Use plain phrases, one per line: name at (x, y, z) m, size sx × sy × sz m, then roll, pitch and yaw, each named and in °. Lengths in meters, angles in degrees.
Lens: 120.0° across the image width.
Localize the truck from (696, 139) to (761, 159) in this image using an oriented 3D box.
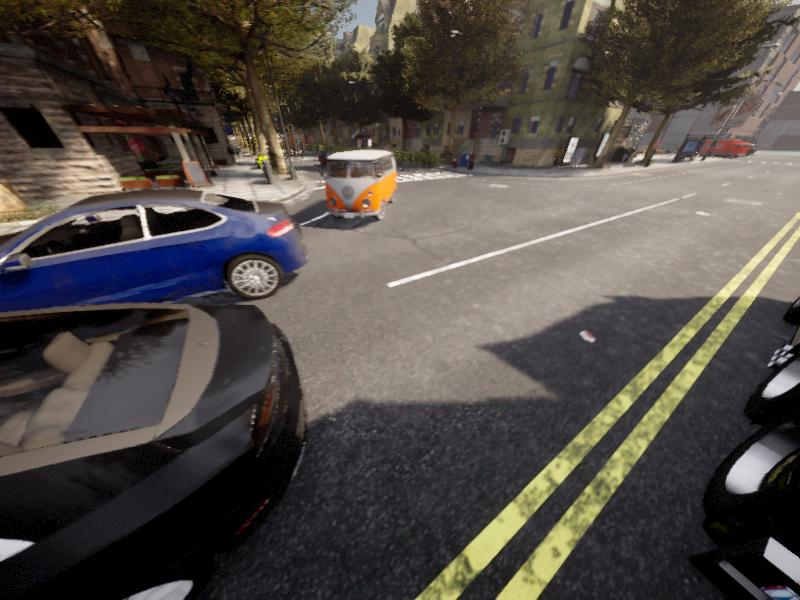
truck at (54.324, -25.172, 38.491) m, size 2.627 × 2.467 × 5.204 m, roll -1°, pitch 36°, yaw -4°

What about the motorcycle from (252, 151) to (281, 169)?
motorcycle at (-11.754, -12.409, 20.477) m, size 0.856 × 1.236 × 1.805 m, roll 18°, pitch 38°, yaw 24°

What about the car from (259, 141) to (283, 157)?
car at (-21.492, -25.235, 38.479) m, size 2.435 × 2.045 × 5.566 m, roll -19°, pitch 39°, yaw -25°

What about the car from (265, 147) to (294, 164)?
car at (-14.762, -17.734, 28.214) m, size 2.231 × 1.521 × 4.892 m, roll -19°, pitch 39°, yaw -25°

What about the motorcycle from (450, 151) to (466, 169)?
motorcycle at (5.546, -13.267, 21.836) m, size 0.764 × 1.277 × 2.356 m, roll 9°, pitch 34°, yaw 30°

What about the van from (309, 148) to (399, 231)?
van at (-1.236, -4.263, 8.416) m, size 1.775 × 1.987 × 4.442 m, roll 5°, pitch 35°, yaw 6°

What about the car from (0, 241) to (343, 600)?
car at (-2.999, 1.208, 0.945) m, size 4.892 × 1.490 × 1.837 m, roll -19°, pitch 39°, yaw -25°

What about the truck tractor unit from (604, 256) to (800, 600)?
truck tractor unit at (5.095, -0.316, 0.808) m, size 6.516 × 4.208 × 3.053 m, roll -19°, pitch 39°, yaw -25°

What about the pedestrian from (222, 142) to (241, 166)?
pedestrian at (-15.968, -13.828, 21.912) m, size 0.751 × 1.860 × 0.751 m, roll -10°, pitch 36°, yaw -14°

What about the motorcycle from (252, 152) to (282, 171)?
motorcycle at (-11.294, -11.831, 19.719) m, size 0.803 × 1.145 × 2.033 m, roll 26°, pitch 41°, yaw 17°

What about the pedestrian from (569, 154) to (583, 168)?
pedestrian at (16.838, -13.349, 22.109) m, size 0.500 × 1.100 × 0.500 m, roll -19°, pitch 39°, yaw -26°

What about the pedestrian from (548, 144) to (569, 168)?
pedestrian at (14.441, -13.128, 21.107) m, size 0.751 × 1.860 × 0.751 m, roll -4°, pitch 35°, yaw -7°

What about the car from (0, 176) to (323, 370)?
car at (-4.197, -0.762, 3.665) m, size 5.027 × 1.651 × 2.152 m, roll -19°, pitch 39°, yaw -25°

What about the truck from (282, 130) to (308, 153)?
truck at (-23.207, -34.963, 50.932) m, size 2.891 × 3.827 × 8.468 m, roll -18°, pitch 39°, yaw -25°

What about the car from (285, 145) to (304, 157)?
car at (-17.119, -24.195, 37.501) m, size 1.970 × 1.475 × 3.806 m, roll -19°, pitch 39°, yaw -25°

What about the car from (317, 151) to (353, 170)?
car at (-6.537, -13.901, 22.886) m, size 1.895 × 1.301 × 4.718 m, roll -18°, pitch 39°, yaw -25°
